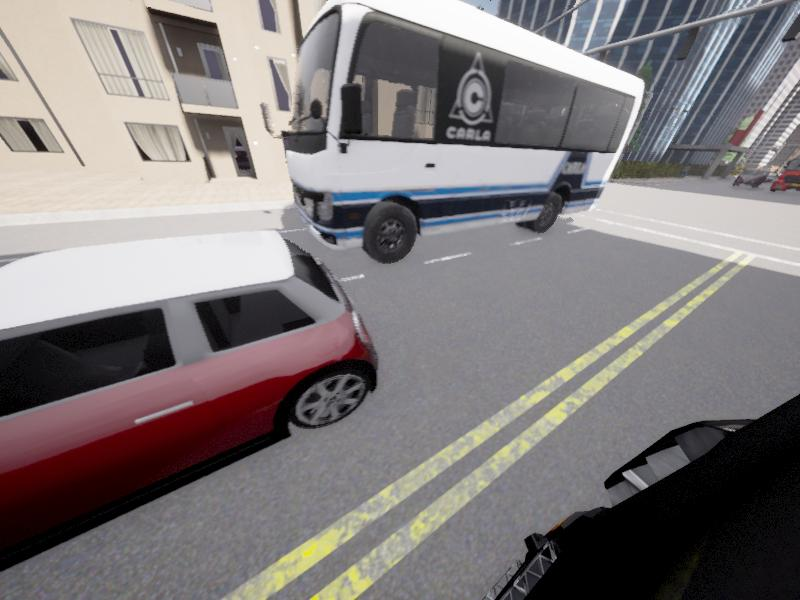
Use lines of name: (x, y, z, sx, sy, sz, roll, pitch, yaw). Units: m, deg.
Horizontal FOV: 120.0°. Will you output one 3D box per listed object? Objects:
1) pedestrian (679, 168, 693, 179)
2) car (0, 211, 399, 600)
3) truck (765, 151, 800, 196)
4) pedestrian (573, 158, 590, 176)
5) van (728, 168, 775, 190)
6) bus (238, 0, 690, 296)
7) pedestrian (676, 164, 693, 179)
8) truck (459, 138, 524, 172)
pedestrian: (43.441, -19.205, 35.067, 0.751, 1.300, 0.751, -19, 40, -30)
car: (-2.179, 0.435, 1.804, 3.806, 1.475, 1.970, -16, 38, -26)
truck: (42.174, -13.008, 23.638, 8.468, 3.827, 2.891, -16, 38, -26)
pedestrian: (23.146, -16.948, 29.470, 0.751, 1.860, 0.751, -16, 38, -26)
van: (40.719, -14.071, 26.793, 4.442, 1.987, 1.775, -16, 38, -26)
bus: (2.208, -4.097, 6.487, 10.273, 4.253, 3.944, -16, 38, -26)
pedestrian: (42.603, -19.257, 34.569, 0.751, 1.860, 0.751, -18, 39, -28)
truck: (13.084, -21.577, 34.160, 2.891, 3.827, 8.468, -15, 38, -26)
